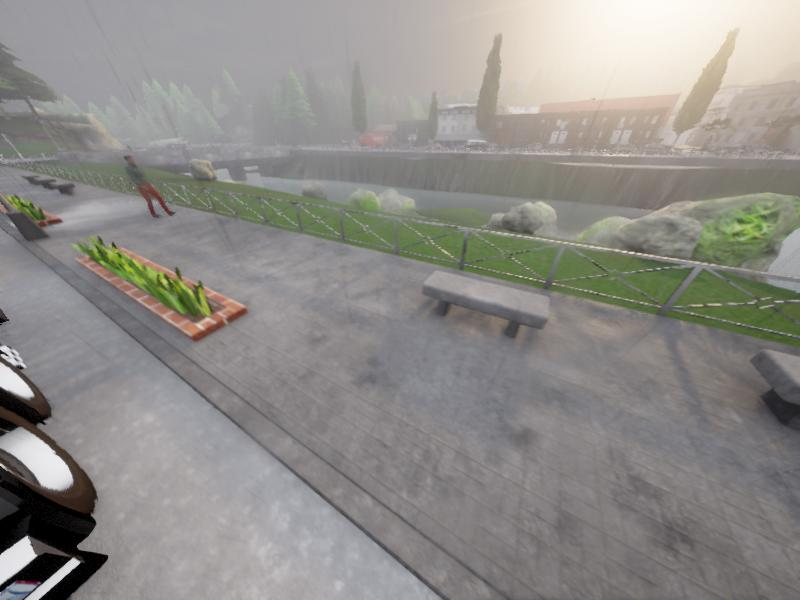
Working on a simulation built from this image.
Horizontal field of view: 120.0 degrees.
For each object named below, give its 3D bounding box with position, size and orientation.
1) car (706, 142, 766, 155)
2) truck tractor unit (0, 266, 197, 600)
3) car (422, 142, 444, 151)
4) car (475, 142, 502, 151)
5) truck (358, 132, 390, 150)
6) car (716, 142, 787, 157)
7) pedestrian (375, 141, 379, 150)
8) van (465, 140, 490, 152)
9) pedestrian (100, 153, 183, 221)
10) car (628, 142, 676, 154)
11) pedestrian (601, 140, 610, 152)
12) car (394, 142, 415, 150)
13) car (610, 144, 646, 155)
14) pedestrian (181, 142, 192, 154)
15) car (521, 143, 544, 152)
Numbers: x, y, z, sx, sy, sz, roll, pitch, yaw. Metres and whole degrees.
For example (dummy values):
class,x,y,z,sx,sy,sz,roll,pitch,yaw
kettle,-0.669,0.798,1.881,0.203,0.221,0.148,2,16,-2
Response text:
class,x,y,z,sx,sy,sz,roll,pitch,yaw
car,52.837,-23.940,36.501,4.856,1.649,2.033,18,39,24
truck tractor unit,-5.114,-0.299,0.776,6.516,4.208,3.053,18,39,24
car,8.112,-38.073,57.209,5.027,1.651,2.152,18,39,24
car,19.760,-34.404,51.816,5.238,1.638,1.930,18,39,24
truck,-7.135,-43.802,63.626,8.468,3.827,2.891,18,39,24
car,50.891,-21.957,33.656,5.238,1.638,1.930,18,39,24
pedestrian,-6.074,-39.953,59.785,0.751,1.860,0.751,-12,37,-17
van,16.589,-32.948,49.408,4.480,2.038,2.069,17,38,24
pedestrian,-8.081,-3.574,7.355,0.751,1.860,0.751,3,35,5
car,44.060,-26.715,40.552,5.238,1.638,1.930,17,39,24
pedestrian,39.841,-29.914,44.770,0.751,1.860,0.751,22,41,29
car,1.151,-40.285,60.425,4.856,1.649,2.033,18,39,24
car,38.695,-25.743,39.348,3.806,1.475,1.970,18,39,24
pedestrian,-42.575,-30.269,46.015,0.751,1.860,0.751,26,43,33
car,27.638,-31.846,48.215,3.806,1.475,1.970,17,39,24
